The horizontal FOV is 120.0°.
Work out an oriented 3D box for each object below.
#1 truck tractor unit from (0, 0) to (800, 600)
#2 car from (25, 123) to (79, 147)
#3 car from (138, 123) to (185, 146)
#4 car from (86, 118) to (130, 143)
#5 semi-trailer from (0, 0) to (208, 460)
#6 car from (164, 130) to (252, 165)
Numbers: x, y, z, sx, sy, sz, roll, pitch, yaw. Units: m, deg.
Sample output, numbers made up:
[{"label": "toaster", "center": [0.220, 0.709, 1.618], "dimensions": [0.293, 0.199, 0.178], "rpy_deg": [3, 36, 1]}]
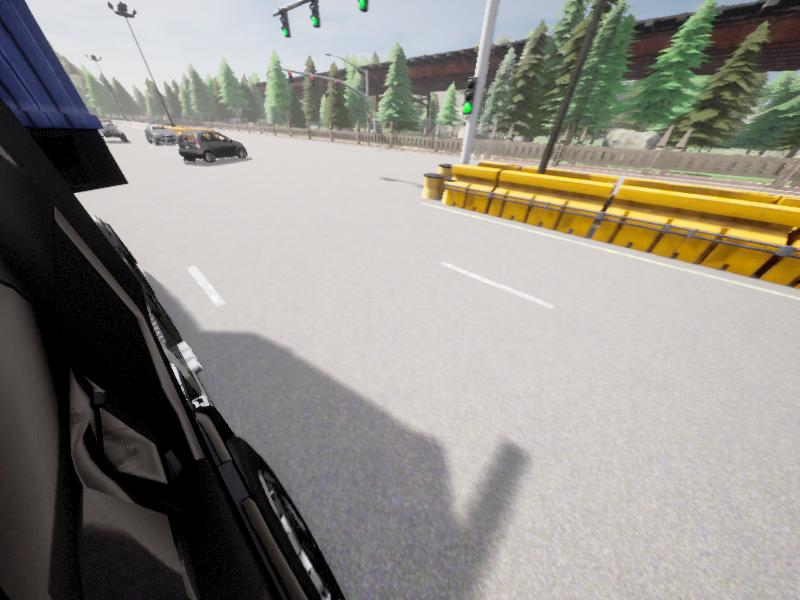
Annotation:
[{"label": "truck tractor unit", "center": [-2.645, -0.295, 0.351], "dimensions": [6.516, 4.208, 3.053], "rpy_deg": [28, 44, 30]}, {"label": "car", "center": [-29.215, -13.960, 19.506], "dimensions": [4.181, 1.385, 1.994], "rpy_deg": [29, 44, 31]}, {"label": "car", "center": [-24.421, -16.959, 23.641], "dimensions": [5.027, 1.651, 2.152], "rpy_deg": [29, 44, 31]}, {"label": "car", "center": [-29.154, -16.927, 23.073], "dimensions": [3.866, 1.878, 1.905], "rpy_deg": [29, 44, 31]}, {"label": "semi-trailer", "center": [-10.102, -1.400, 1.186], "dimensions": [14.254, 4.402, 2.717], "rpy_deg": [2, 35, -1]}, {"label": "car", "center": [-12.248, -10.117, 15.192], "dimensions": [1.851, 1.617, 3.988], "rpy_deg": [9, 37, 8]}]
